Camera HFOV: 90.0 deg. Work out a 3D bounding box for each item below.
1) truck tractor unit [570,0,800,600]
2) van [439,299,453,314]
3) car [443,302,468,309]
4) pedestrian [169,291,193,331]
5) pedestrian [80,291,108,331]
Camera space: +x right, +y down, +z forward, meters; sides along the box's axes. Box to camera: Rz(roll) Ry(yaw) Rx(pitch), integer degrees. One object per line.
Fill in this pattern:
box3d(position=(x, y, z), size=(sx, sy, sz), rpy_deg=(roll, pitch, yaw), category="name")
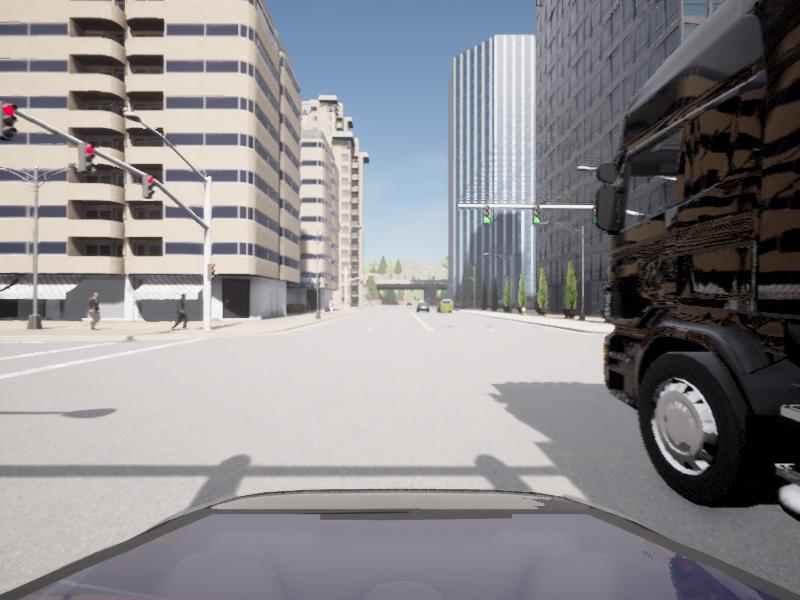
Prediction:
box3d(position=(3.505, -0.520, 1.381), size=(3.053, 4.208, 6.516), rpy_deg=(0, 0, 0), category="truck tractor unit")
box3d(position=(6.700, 0.930, 58.202), size=(1.775, 1.987, 4.442), rpy_deg=(0, 0, 4), category="van")
box3d(position=(12.606, 1.282, 90.475), size=(5.238, 1.638, 1.930), rpy_deg=(0, 0, 23), category="car")
box3d(position=(-10.504, 0.524, 19.233), size=(0.751, 1.860, 0.751), rpy_deg=(0, 0, -1), category="pedestrian")
box3d(position=(-14.611, 0.515, 19.106), size=(0.751, 1.860, 0.751), rpy_deg=(0, 0, -2), category="pedestrian")
